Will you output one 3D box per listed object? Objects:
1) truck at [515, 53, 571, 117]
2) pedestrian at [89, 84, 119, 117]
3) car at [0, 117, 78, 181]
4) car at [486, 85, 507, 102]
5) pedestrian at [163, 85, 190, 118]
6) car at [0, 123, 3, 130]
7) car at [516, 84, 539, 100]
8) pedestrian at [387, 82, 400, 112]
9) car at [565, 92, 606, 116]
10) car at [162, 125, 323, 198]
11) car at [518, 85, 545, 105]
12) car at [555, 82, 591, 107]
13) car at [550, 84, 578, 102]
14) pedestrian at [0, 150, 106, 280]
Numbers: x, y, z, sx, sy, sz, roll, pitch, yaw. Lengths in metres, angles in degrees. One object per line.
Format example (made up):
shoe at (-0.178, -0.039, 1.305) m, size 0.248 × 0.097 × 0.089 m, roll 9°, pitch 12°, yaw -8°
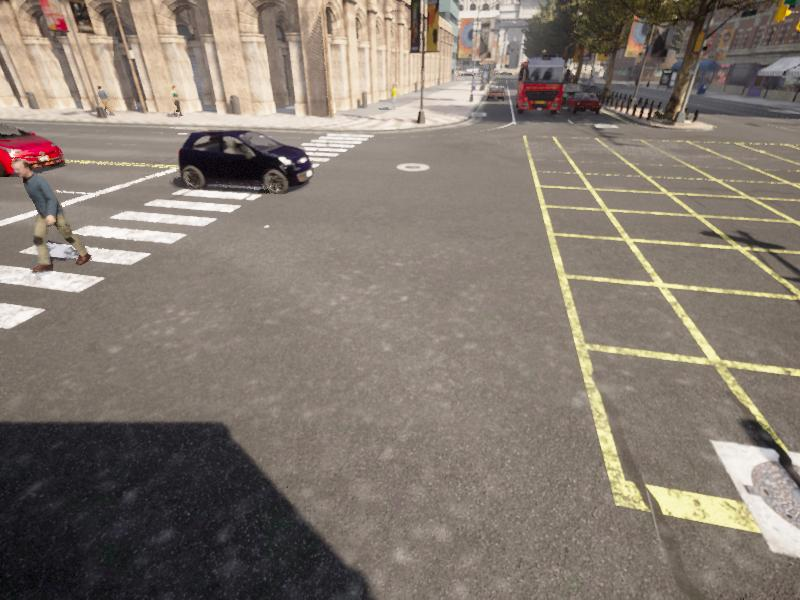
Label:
truck at (10.814, -16.878, 31.181) m, size 2.891 × 3.827 × 8.468 m, roll 6°, pitch 31°, yaw 11°
pedestrian at (-19.402, -13.112, 26.262) m, size 0.751 × 1.860 × 0.751 m, roll 12°, pitch 32°, yaw 19°
car at (-13.662, -5.057, 13.151) m, size 4.514 × 1.525 × 2.007 m, roll 6°, pitch 31°, yaw 11°
car at (9.977, -21.392, 41.413) m, size 1.895 × 1.301 × 4.718 m, roll 6°, pitch 31°, yaw 11°
pedestrian at (-14.199, -12.614, 25.418) m, size 0.751 × 1.860 × 0.751 m, roll 9°, pitch 32°, yaw 15°
car at (-23.933, -9.829, 21.303) m, size 3.633 × 1.501 × 1.845 m, roll 7°, pitch 31°, yaw 11°
car at (13.928, -22.840, 43.841) m, size 1.994 × 1.385 × 4.181 m, roll 6°, pitch 31°, yaw 10°
pedestrian at (-0.458, -14.863, 29.303) m, size 0.751 × 1.860 × 0.751 m, roll 7°, pitch 31°, yaw 12°
car at (14.102, -15.104, 30.656) m, size 1.895 × 1.301 × 4.718 m, roll 6°, pitch 31°, yaw 11°
car at (-4.327, -4.021, 11.391) m, size 3.633 × 1.501 × 1.845 m, roll 6°, pitch 31°, yaw 11°
car at (12.493, -19.635, 38.239) m, size 1.970 × 1.475 × 3.806 m, roll 6°, pitch 31°, yaw 11°
car at (15.615, -18.721, 36.363) m, size 2.097 × 1.767 × 4.553 m, roll 6°, pitch 31°, yaw 11°
car at (16.913, -21.498, 41.440) m, size 1.970 × 1.475 × 3.806 m, roll 7°, pitch 31°, yaw 11°
pedestrian at (-5.708, -1.360, 6.452) m, size 0.751 × 1.860 × 0.751 m, roll 9°, pitch 31°, yaw 14°
